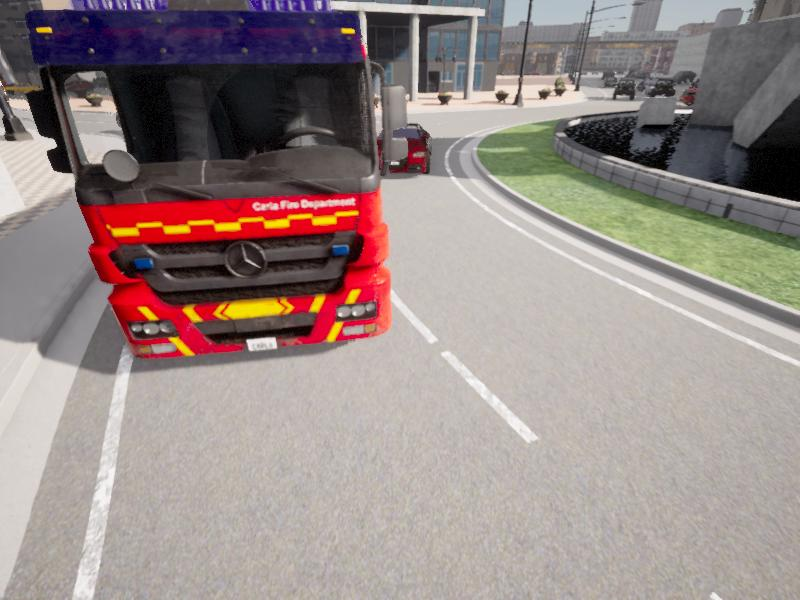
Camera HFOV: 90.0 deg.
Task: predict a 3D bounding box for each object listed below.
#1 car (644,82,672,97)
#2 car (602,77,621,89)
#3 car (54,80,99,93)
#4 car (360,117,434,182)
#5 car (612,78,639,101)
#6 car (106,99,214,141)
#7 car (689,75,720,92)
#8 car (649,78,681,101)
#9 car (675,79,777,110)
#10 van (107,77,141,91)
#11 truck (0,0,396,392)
[{"bbox_3d":[29.270,-24.017,45.562,1.895,1.301,4.718,12,32,20],"label":"car"},{"bbox_3d":[31.996,-32.986,60.685,1.837,1.490,4.892,10,31,17],"label":"car"},{"bbox_3d":[-50.381,-33.342,62.424,2.033,1.649,4.856,9,31,15],"label":"car"},{"bbox_3d":[0.050,-5.287,13.691,1.994,1.385,4.181,3,30,5],"label":"car"},{"bbox_3d":[22.848,-21.396,40.540,1.905,1.878,3.866,13,33,22],"label":"car"},{"bbox_3d":[-12.214,-9.255,20.414,4.974,1.542,2.038,15,34,24],"label":"car"},{"bbox_3d":[39.897,-28.468,52.499,1.905,1.878,3.866,10,32,16],"label":"car"},{"bbox_3d":[26.525,-21.199,40.175,1.905,1.878,3.866,13,33,22],"label":"car"},{"bbox_3d":[25.789,-16.502,31.994,5.566,2.045,2.150,8,31,14],"label":"car"},{"bbox_3d":[-47.774,-37.475,69.380,1.775,1.987,4.442,9,31,15],"label":"van"},{"bbox_3d":[-2.150,-2.882,7.165,2.891,3.827,8.468,-5,31,-8],"label":"truck"}]
